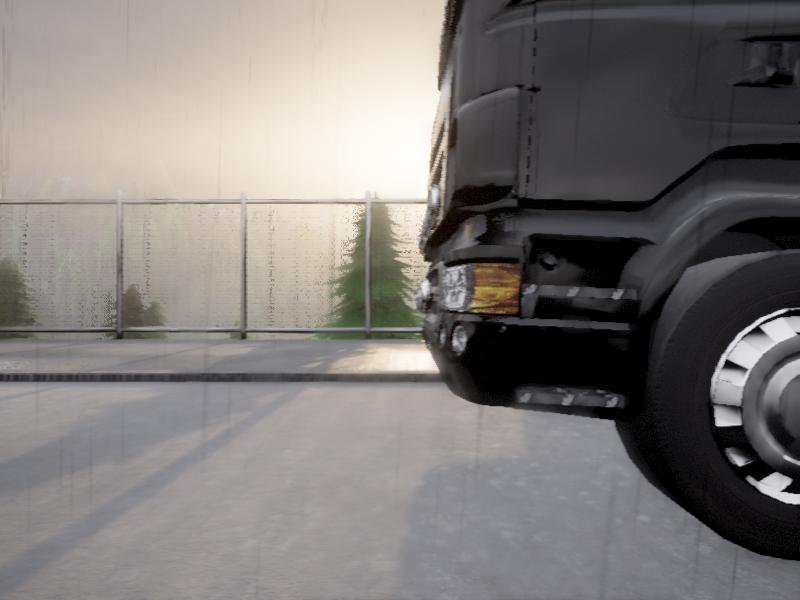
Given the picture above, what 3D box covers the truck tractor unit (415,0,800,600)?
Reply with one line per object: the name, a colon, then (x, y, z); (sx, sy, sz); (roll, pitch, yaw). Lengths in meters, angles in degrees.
truck tractor unit: (3.423, -1.123, 2.721); (6.516, 4.208, 3.053); (0, 0, 1)
